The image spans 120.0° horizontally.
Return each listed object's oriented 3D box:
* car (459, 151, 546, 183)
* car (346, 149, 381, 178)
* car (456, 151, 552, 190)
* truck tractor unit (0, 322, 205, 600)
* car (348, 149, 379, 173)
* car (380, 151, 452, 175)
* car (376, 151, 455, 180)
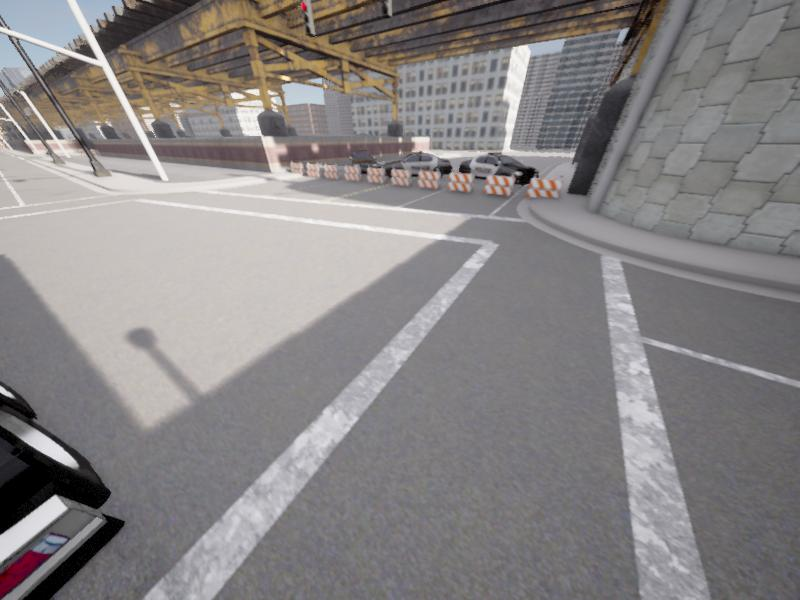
[{"bbox_3d":[5.804,-8.058,13.787,1.853,1.218,4.536,-17,38,-22],"label":"car"},{"bbox_3d":[-2.913,-10.647,17.862,2.038,1.542,4.974,-8,36,-10],"label":"car"},{"bbox_3d":[5.829,-7.903,13.840,2.038,1.542,4.974,-17,38,-22],"label":"car"},{"bbox_3d":[-5.207,-0.190,0.626,6.516,4.208,3.053,14,38,19],"label":"truck tractor unit"},{"bbox_3d":[-2.926,-10.805,17.814,1.853,1.218,4.536,-8,36,-10],"label":"car"},{"bbox_3d":[0.977,-9.338,15.672,4.536,1.218,1.853,-2,35,-2],"label":"car"},{"bbox_3d":[0.926,-9.207,15.760,4.974,1.542,2.038,-2,35,-2],"label":"car"}]
